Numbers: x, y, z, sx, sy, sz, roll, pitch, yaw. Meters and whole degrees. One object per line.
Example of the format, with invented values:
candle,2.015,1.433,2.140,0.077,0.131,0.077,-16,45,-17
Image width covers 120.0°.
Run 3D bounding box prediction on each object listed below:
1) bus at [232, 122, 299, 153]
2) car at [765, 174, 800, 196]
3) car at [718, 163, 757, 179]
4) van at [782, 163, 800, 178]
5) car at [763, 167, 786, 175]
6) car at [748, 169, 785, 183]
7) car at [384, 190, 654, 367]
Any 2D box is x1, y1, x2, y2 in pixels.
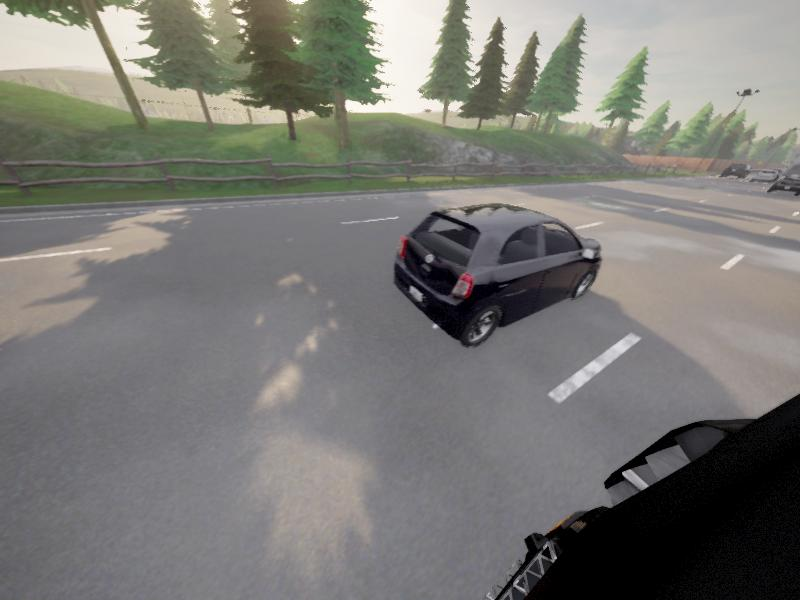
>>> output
bus,-25.979,-31.625,45.195,10.273,4.253,3.944,-16,38,-26
car,35.727,-10.539,21.018,4.193,1.474,1.816,-16,38,-26
car,53.780,-20.569,36.832,5.566,2.045,2.150,-16,38,-26
van,84.648,-27.569,49.139,5.915,2.561,1.988,-16,38,-26
car,90.713,-31.227,55.899,5.238,1.638,1.930,-16,38,-26
car,51.685,-17.461,32.550,3.806,1.475,1.970,-16,38,-26
car,1.774,-0.740,3.770,3.633,1.501,1.845,-16,38,-26
